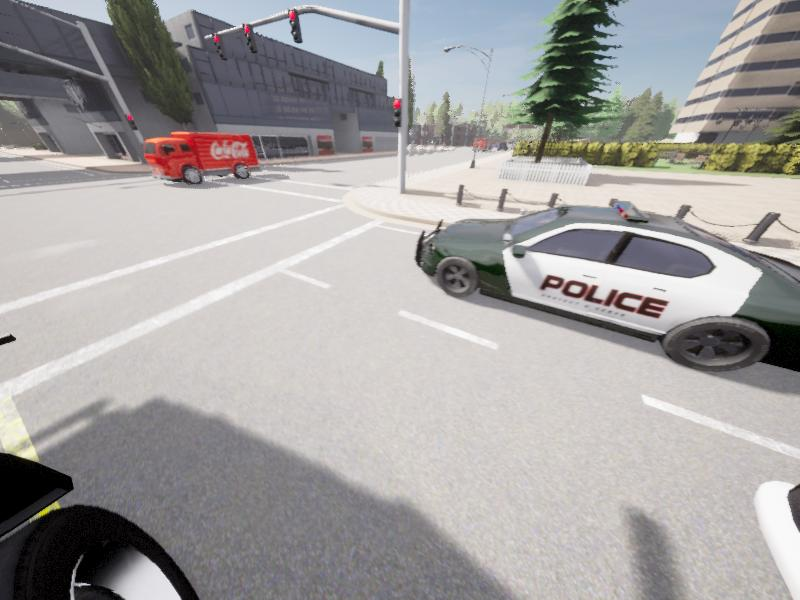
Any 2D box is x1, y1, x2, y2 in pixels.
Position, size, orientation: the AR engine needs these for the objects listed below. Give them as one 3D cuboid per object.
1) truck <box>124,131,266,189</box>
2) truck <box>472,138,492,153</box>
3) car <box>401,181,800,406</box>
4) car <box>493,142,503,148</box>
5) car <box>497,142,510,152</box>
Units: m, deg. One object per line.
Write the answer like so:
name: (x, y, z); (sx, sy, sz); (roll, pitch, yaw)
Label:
truck: (-11.619, -8.483, 13.798); (2.627, 2.467, 5.204); (18, 38, 23)
truck: (17.973, -34.048, 50.812); (2.627, 2.467, 5.204); (18, 39, 24)
car: (2.689, -0.706, 3.670); (4.974, 1.542, 2.038); (19, 39, 24)
car: (32.155, -50.868, 75.912); (1.882, 1.535, 5.008); (4, 35, 4)
car: (24.398, -36.176, 54.472); (1.905, 1.878, 3.866); (18, 39, 24)
